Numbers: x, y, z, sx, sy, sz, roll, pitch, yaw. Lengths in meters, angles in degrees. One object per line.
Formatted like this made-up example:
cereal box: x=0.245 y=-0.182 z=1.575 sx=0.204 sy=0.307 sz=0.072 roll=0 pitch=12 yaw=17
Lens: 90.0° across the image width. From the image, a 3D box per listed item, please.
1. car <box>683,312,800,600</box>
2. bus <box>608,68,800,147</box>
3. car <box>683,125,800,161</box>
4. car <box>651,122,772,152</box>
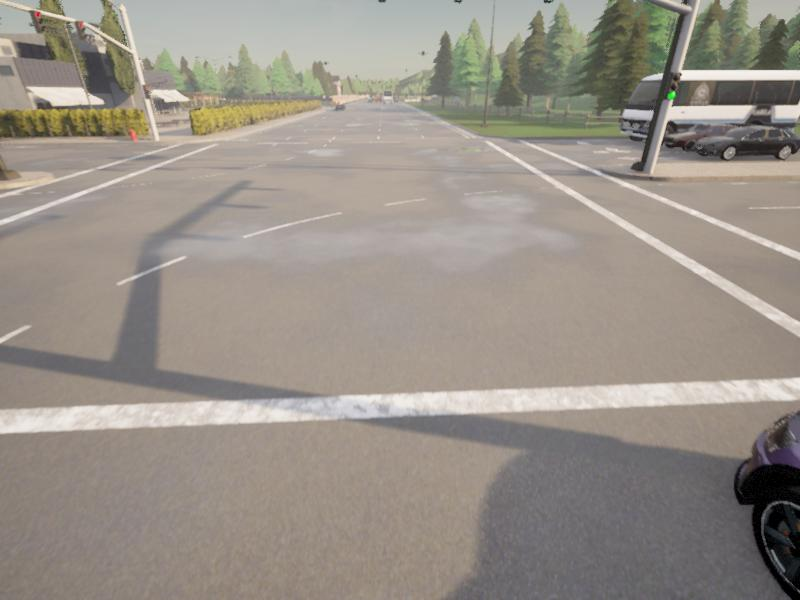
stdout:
car: x=3.521 y=1.932 z=1.052 sx=2.033 sy=1.649 sz=4.856 roll=0 pitch=27 yaw=1
bus: x=20.078 y=-12.480 z=26.006 sx=10.273 sy=4.253 sz=3.944 roll=-2 pitch=27 yaw=-3
car: x=17.684 y=-8.034 z=20.408 sx=4.892 sy=1.490 sz=1.837 roll=-2 pitch=27 yaw=-2
car: x=18.185 y=-9.609 z=23.570 sx=5.357 sy=1.411 sz=2.033 roll=-2 pitch=27 yaw=-2
